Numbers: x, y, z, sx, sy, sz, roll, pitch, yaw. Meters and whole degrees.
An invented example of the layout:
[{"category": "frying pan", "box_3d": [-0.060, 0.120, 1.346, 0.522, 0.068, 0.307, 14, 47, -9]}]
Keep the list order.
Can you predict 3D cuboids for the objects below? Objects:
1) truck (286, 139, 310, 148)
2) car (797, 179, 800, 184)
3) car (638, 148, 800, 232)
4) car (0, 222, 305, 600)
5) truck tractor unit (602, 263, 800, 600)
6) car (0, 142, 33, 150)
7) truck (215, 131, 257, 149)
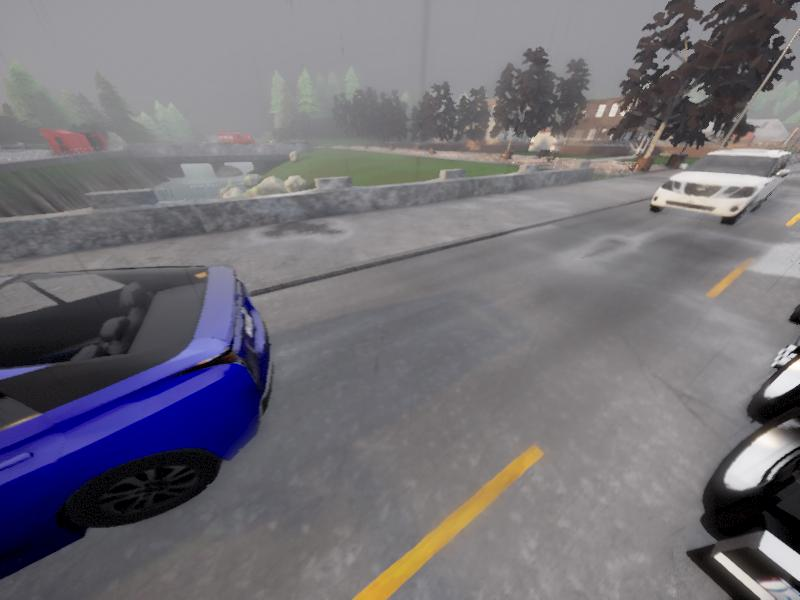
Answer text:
[{"category": "truck", "box_3d": [-32.326, -49.516, 73.044, 6.274, 2.098, 2.390, -18, 39, -24]}, {"category": "car", "box_3d": [28.581, -7.383, 13.389, 5.238, 1.638, 1.930, 16, 37, 21]}, {"category": "car", "box_3d": [11.824, -4.275, 8.441, 5.566, 2.045, 2.150, -18, 39, -25]}, {"category": "car", "box_3d": [-3.283, 0.897, 1.350, 4.514, 1.525, 2.007, -18, 39, -24]}, {"category": "truck tractor unit", "box_3d": [5.110, -0.302, 0.787, 6.516, 4.208, 3.053, -18, 39, -24]}, {"category": "car", "box_3d": [-82.624, -32.830, 49.229, 4.193, 1.474, 1.816, -18, 39, -24]}, {"category": "truck", "box_3d": [-44.431, -43.627, 62.977, 8.468, 3.827, 2.891, -18, 39, -24]}]
